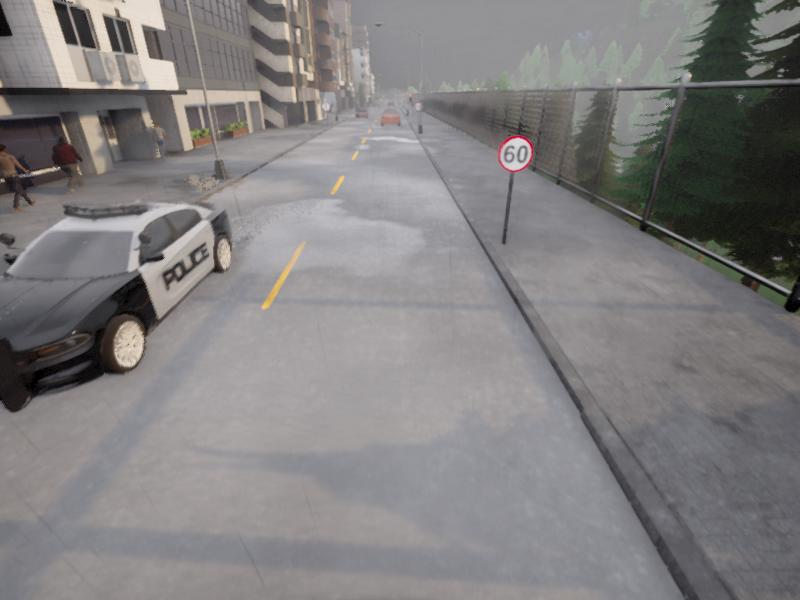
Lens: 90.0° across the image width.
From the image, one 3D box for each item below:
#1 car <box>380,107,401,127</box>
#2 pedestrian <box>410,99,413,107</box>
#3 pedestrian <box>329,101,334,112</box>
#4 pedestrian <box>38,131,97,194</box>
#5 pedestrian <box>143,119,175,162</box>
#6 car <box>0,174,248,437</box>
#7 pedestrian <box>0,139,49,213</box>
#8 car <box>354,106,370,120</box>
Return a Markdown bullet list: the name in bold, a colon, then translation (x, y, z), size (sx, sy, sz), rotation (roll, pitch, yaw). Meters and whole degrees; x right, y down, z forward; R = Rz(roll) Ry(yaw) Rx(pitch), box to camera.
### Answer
- **car**: translation (-1.010, -19.867, 43.322), size (2.097, 1.767, 4.553), rotation (-1, 27, -1)
- **pedestrian**: translation (2.883, -49.718, 101.053), size (0.751, 1.860, 0.751), rotation (-1, 27, -2)
- **pedestrian**: translation (-12.849, -36.322, 75.040), size (0.751, 1.860, 0.751), rotation (-11, 29, -20)
- **pedestrian**: translation (-10.974, -4.553, 13.266), size (0.751, 1.860, 0.751), rotation (-4, 27, -8)
- **pedestrian**: translation (-11.731, -7.769, 19.521), size (0.751, 1.860, 0.751), rotation (-5, 28, -9)
- **car**: translation (-4.210, -0.560, 5.921), size (1.930, 1.638, 5.238), rotation (-1, 27, -1)
- **pedestrian**: translation (-10.764, -3.440, 11.115), size (0.751, 1.860, 0.751), rotation (-5, 28, -9)
- **car**: translation (-5.266, -25.979, 55.509), size (1.845, 1.501, 3.633), rotation (-1, 27, -1)
